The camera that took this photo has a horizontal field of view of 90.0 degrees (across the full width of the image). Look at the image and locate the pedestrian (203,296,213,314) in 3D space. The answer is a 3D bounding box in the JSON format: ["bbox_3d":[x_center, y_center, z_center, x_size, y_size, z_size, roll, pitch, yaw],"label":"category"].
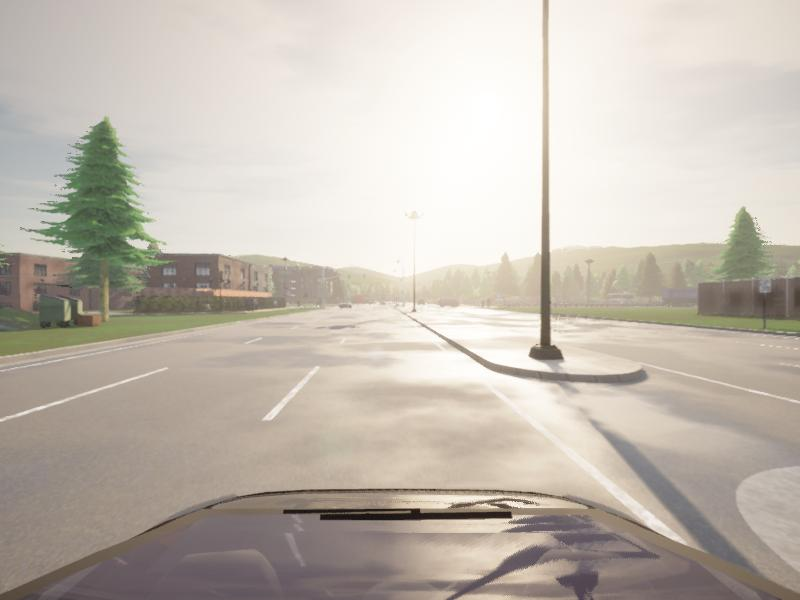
[{"bbox_3d":[-19.847,0.497,41.373,0.751,1.860,0.751,0,0,-45],"label":"pedestrian"}]

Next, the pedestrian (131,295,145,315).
[{"bbox_3d":[-24.441,0.496,37.302,0.751,1.860,0.751,0,0,5],"label":"pedestrian"}]

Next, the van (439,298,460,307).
[{"bbox_3d":[10.845,0.621,88.178,4.442,1.987,1.775,0,0,-3],"label":"van"}]

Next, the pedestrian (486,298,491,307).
[{"bbox_3d":[18.002,0.505,81.350,0.751,1.860,0.751,0,0,-11],"label":"pedestrian"}]

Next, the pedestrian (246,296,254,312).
[{"bbox_3d":[-17.648,0.498,47.078,0.751,1.860,0.751,0,0,-4],"label":"pedestrian"}]

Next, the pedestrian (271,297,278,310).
[{"bbox_3d":[-18.368,0.501,58.616,0.751,1.860,0.751,0,0,-3],"label":"pedestrian"}]

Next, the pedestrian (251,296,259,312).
[{"bbox_3d":[-17.794,0.499,49.085,0.751,1.860,0.751,0,0,5],"label":"pedestrian"}]

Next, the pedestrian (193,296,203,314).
[{"bbox_3d":[-20.561,0.497,40.680,0.751,1.860,0.751,0,0,45],"label":"pedestrian"}]

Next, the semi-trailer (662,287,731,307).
[{"bbox_3d":[67.501,-0.599,91.265,14.254,4.402,2.717,0,0,-3],"label":"semi-trailer"}]

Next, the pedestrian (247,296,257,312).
[{"bbox_3d":[-17.656,0.498,47.717,0.751,1.860,0.751,0,0,13],"label":"pedestrian"}]

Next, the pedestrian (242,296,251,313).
[{"bbox_3d":[-17.493,0.498,45.731,0.751,1.860,0.751,0,0,-1],"label":"pedestrian"}]
